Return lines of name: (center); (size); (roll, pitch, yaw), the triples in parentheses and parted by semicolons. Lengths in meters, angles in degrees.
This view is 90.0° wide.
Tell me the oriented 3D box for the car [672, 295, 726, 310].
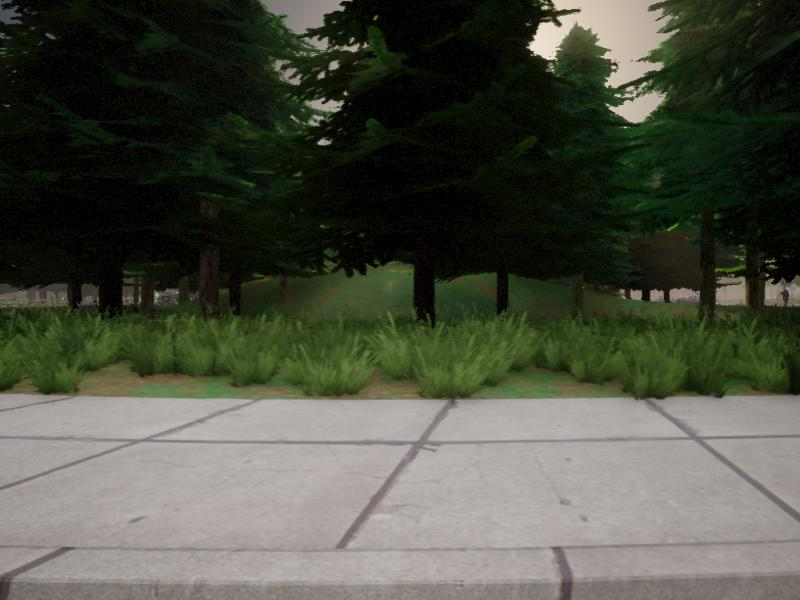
car: (32.174, 0.254, 43.223); (2.128, 1.511, 4.902); (0, 0, 0)
